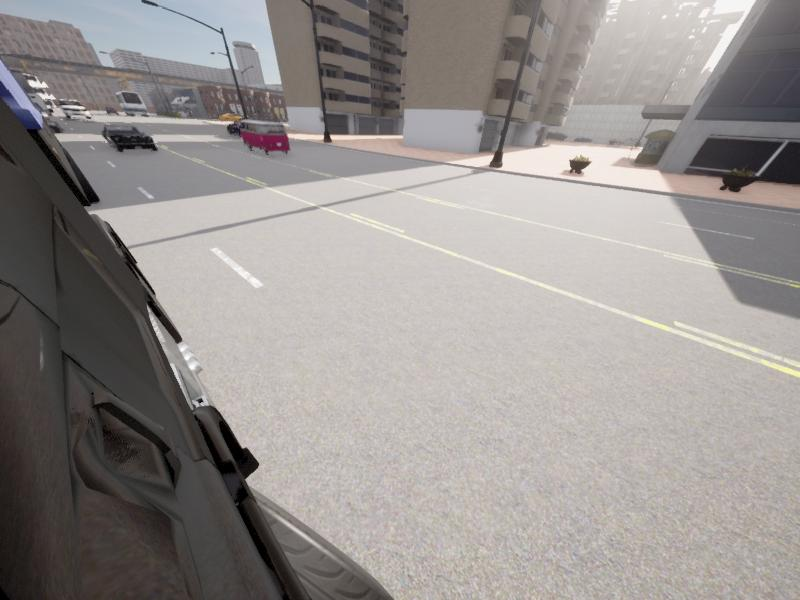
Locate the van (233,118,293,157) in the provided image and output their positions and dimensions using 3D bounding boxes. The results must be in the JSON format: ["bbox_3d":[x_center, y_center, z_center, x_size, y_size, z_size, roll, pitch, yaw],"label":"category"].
[{"bbox_3d":[-10.252,-12.217,17.338,4.442,1.987,1.775,29,44,29],"label":"van"}]

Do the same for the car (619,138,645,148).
[{"bbox_3d":[54.509,-37.013,54.300,3.988,1.617,1.851,30,44,30],"label":"car"}]

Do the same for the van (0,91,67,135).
[{"bbox_3d":[-30.390,-15.388,18.952,6.366,2.431,2.351,30,44,28],"label":"van"}]

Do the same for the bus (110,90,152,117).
[{"bbox_3d":[-61.763,-44.881,52.999,10.273,4.253,3.944,31,45,31],"label":"bus"}]

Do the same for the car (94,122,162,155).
[{"bbox_3d":[-17.628,-10.486,14.946,4.718,1.301,1.895,29,44,28],"label":"car"}]

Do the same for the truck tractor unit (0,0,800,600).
[{"bbox_3d":[-2.645,-0.295,0.351,6.516,4.208,3.053,28,44,30],"label":"truck tractor unit"}]

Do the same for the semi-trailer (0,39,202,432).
[{"bbox_3d":[-8.704,-3.626,4.185,14.254,4.402,2.717,28,44,29],"label":"semi-trailer"}]

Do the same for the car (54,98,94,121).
[{"bbox_3d":[-43.726,-25.551,30.964,5.566,2.045,2.150,29,44,29],"label":"car"}]

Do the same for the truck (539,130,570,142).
[{"bbox_3d":[41.888,-44.481,62.650,6.274,2.098,2.390,30,44,30],"label":"truck"}]

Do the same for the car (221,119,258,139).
[{"bbox_3d":[-17.990,-19.210,25.912,3.633,1.501,1.845,30,44,28],"label":"car"}]

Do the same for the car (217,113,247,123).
[{"bbox_3d":[-38.616,-41.852,53.135,1.882,1.535,5.008,30,44,30],"label":"car"}]
